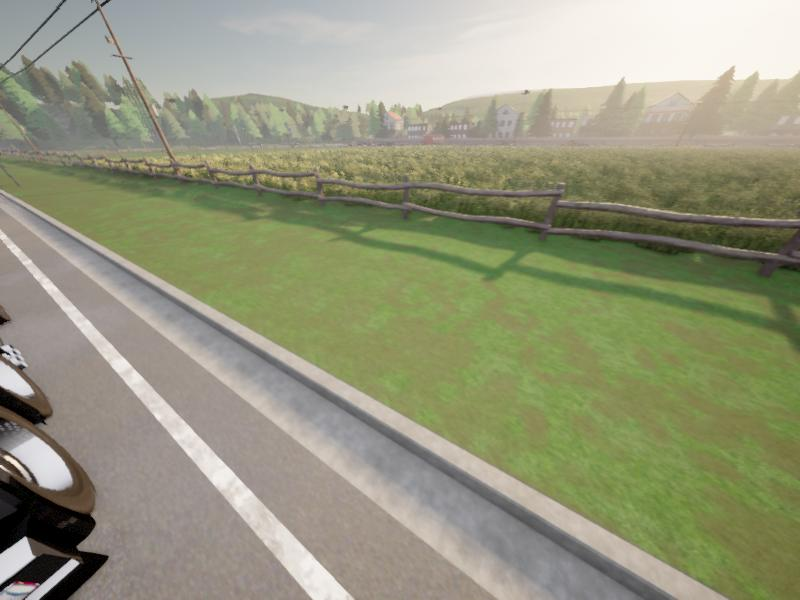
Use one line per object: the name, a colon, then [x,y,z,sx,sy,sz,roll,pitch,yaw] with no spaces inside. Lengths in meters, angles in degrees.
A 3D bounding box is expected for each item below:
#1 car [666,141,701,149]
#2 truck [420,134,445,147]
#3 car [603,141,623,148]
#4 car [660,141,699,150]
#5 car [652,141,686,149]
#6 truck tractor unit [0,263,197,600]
car: [69.937,-38.290,57.038,5.008,1.535,1.882,18,39,25]
truck: [11.855,-58.433,84.544,8.468,3.827,2.891,18,39,25]
car: [59.972,-43.914,65.192,3.633,1.501,1.845,18,39,25]
car: [64.199,-35.554,53.155,5.366,1.575,1.801,18,39,25]
car: [65.101,-37.571,56.051,5.008,1.535,1.882,18,39,25]
truck tractor unit: [-5.114,-0.297,0.782,6.516,4.208,3.053,18,39,24]
